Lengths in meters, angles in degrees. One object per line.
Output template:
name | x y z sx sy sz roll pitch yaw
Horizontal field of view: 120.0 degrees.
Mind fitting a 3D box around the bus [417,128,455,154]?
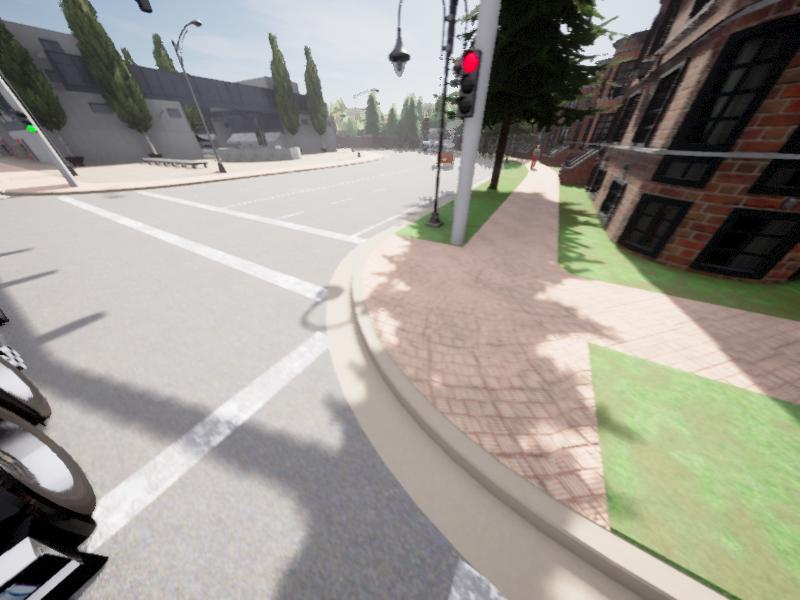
bus | 7.499 -34.671 50.439 3.944 4.253 10.273 -10 36 -15

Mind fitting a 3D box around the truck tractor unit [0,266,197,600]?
truck tractor unit | -5.109 -0.303 0.781 6.516 4.208 3.053 18 39 24
